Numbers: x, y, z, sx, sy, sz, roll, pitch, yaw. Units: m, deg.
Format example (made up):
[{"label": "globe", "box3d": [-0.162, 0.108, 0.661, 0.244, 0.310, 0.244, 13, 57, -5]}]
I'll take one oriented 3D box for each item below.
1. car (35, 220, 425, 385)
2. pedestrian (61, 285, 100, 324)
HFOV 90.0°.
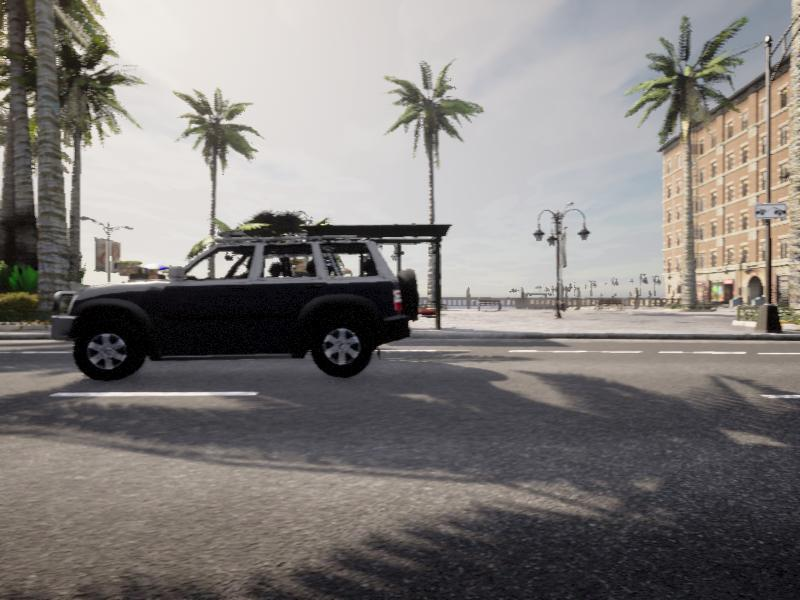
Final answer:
[{"label": "car", "box3d": [-2.023, 0.039, 5.712, 4.605, 1.855, 1.932, -1, 0, 1]}, {"label": "pedestrian", "box3d": [-11.067, 0.149, 13.863, 0.751, 1.300, 0.751, 0, 0, -2]}]
